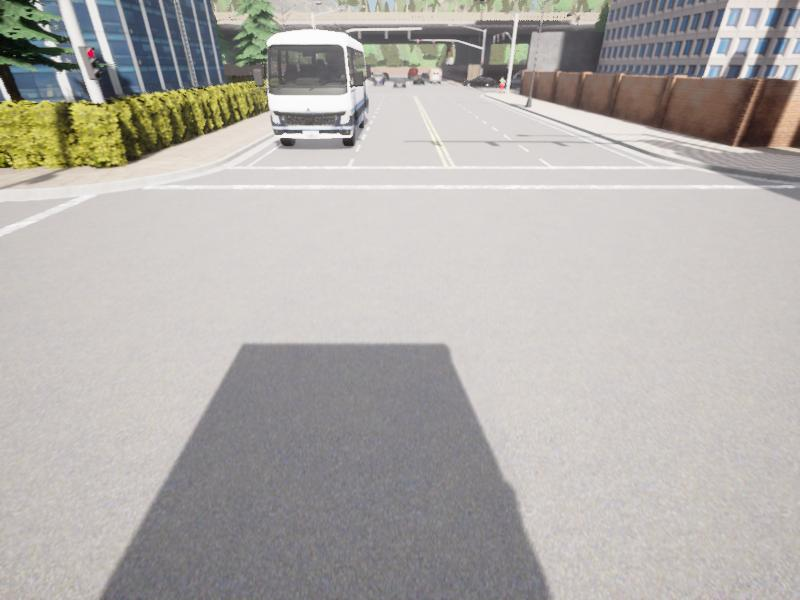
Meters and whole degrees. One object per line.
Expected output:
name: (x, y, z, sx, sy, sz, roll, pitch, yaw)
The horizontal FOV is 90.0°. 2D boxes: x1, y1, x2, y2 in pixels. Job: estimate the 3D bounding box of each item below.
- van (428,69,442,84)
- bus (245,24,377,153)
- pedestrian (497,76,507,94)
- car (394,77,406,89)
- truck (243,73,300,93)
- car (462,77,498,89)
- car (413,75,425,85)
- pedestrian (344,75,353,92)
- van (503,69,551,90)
van: (6.946, -45.000, 80.363, 2.351, 2.431, 6.366, 0, 30, 0)
bus: (-3.398, -10.278, 19.316, 3.944, 4.253, 10.273, 0, 30, 0)
pedestrian: (11.724, -24.708, 45.959, 0.751, 1.860, 0.751, -1, 30, -2)
car: (-0.043, -33.005, 60.872, 1.812, 1.442, 4.674, 0, 30, 0)
truck: (-16.327, -27.832, 51.282, 6.274, 2.098, 2.390, 0, 30, 0)
car: (12.200, -33.112, 60.892, 4.892, 1.490, 1.837, 14, 33, 22)
car: (3.449, -40.829, 74.080, 2.038, 1.542, 4.974, 0, 30, 0)
pedestrian: (-6.754, -28.468, 52.630, 0.751, 1.860, 0.751, 7, 31, 11)
van: (18.012, -31.547, 57.158, 5.915, 2.561, 1.988, 0, 30, 0)
